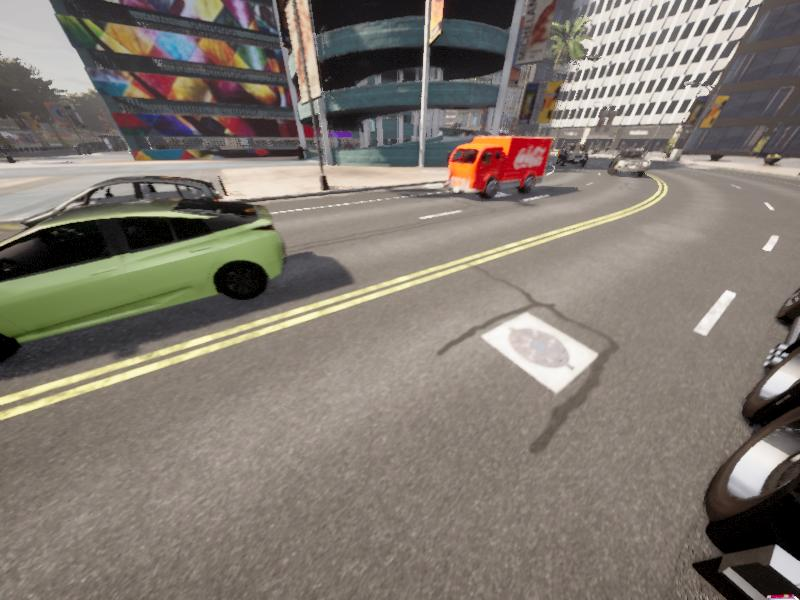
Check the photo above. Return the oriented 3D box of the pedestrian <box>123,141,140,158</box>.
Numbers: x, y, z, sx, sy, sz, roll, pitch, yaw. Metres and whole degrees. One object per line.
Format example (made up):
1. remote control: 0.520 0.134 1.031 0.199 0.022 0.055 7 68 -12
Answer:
1. pedestrian: -36.957 -20.738 31.814 0.751 1.860 0.751 -27 43 -33

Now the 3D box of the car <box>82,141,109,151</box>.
1. car: -68.360 -34.612 51.943 1.932 1.855 4.605 -19 39 -26

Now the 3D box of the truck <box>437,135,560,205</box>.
1. truck: 4.793 -6.625 11.481 5.204 2.467 2.627 -21 40 -27

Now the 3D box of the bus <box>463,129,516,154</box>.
1. bus: 19.334 -35.127 51.252 3.944 4.253 10.273 -18 38 -25

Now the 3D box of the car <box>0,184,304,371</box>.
1. car: -4.246 -0.643 3.595 4.514 1.525 2.007 -19 39 -26

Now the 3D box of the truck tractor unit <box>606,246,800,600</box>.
1. truck tractor unit: 5.079 -0.330 0.834 6.516 4.208 3.053 -19 39 -26

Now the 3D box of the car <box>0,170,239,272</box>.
1. car: -6.525 -2.206 5.817 3.705 1.549 1.789 -19 39 -26

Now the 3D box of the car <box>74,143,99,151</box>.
1. car: -74.998 -36.781 55.359 1.837 1.490 4.892 -19 39 -26

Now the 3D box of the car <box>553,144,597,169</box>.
1. car: 18.756 -15.728 25.132 2.150 2.045 5.566 12 36 16

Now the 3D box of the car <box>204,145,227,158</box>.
1. car: -26.832 -21.703 33.691 2.128 1.511 4.902 -19 39 -26

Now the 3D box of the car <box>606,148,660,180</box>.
1. car: 18.160 -10.900 18.290 1.932 1.855 4.605 21 39 26

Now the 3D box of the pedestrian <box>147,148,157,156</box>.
1. pedestrian: -36.966 -22.036 34.386 0.500 1.100 0.500 21 40 28

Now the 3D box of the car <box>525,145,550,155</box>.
1. car: 28.794 -31.564 48.490 1.851 1.617 3.988 -11 36 -16

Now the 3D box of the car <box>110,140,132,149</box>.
1. car: -77.945 -43.474 64.546 2.150 2.045 5.566 -19 39 -26
